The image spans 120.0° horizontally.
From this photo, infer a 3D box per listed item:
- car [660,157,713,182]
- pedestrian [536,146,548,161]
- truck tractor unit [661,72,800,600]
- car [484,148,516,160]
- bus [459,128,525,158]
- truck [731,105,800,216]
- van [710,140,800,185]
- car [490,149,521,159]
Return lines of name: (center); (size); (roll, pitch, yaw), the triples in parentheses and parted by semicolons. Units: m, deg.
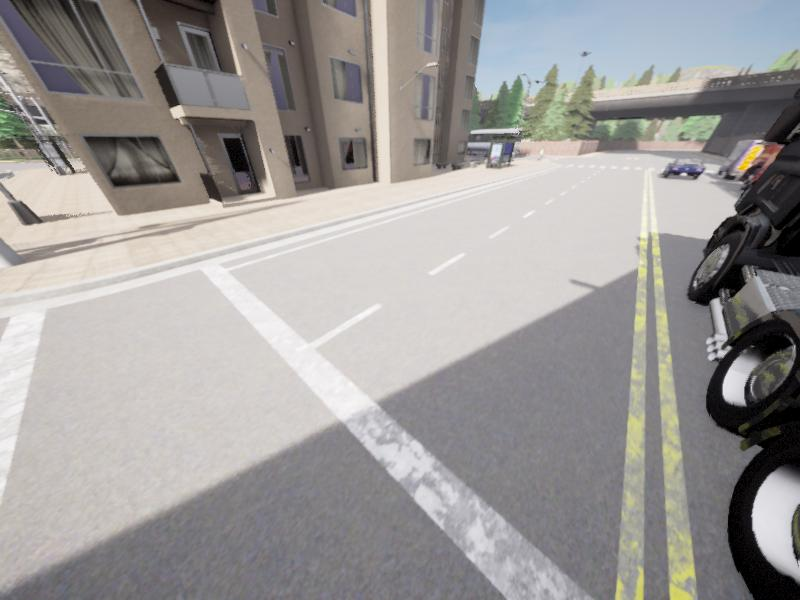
car: (22.169, -10.331, 18.071); (1.895, 1.301, 4.718); (26, 42, 33)
pedestrian: (20.709, -21.384, 33.679); (0.751, 1.860, 0.751); (-8, 35, -11)
truck tractor unit: (4.756, -0.554, 1.157); (3.053, 4.208, 6.516); (28, 43, 35)
car: (16.028, -23.508, 37.206); (4.193, 1.474, 1.816); (26, 42, 33)
bus: (16.897, -29.468, 43.496); (10.273, 4.253, 3.944); (26, 42, 33)
truck: (18.704, -6.198, 9.762); (2.891, 3.827, 8.468); (26, 42, 33)
van: (26.106, -10.337, 17.058); (2.351, 2.431, 6.366); (26, 42, 33)
car: (18.018, -25.093, 39.621); (4.181, 1.385, 1.994); (25, 42, 32)
